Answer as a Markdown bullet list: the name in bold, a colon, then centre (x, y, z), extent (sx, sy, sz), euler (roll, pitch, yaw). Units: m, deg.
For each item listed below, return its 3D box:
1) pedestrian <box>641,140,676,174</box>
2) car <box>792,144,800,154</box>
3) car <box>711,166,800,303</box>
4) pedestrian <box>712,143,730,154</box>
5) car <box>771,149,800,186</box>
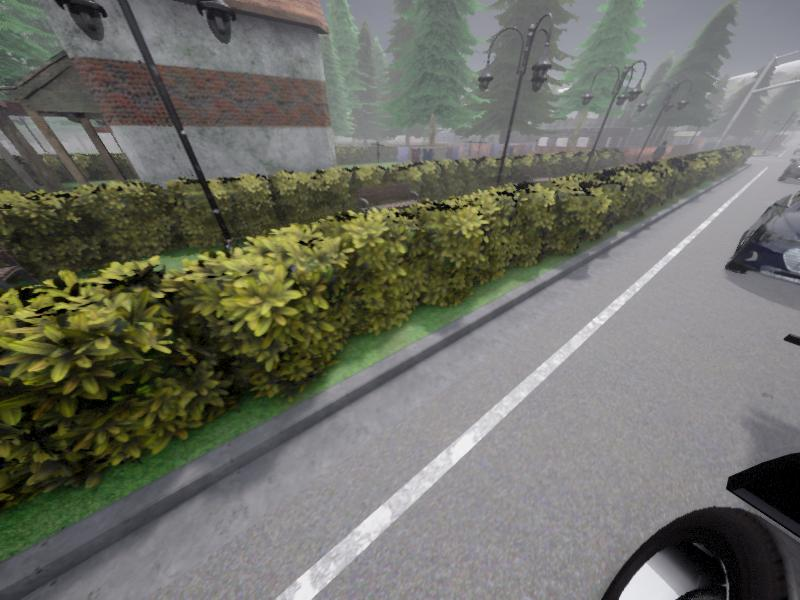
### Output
- **pedestrian**: centre (17.105, -9.482, 15.315), extent (0.751, 1.860, 0.751), euler (-25, 42, -30)
- **car**: centre (57.539, -21.497, 32.490), extent (5.366, 1.575, 1.801), euler (-22, 41, -28)
- **car**: centre (8.536, -1.399, 4.422), extent (4.856, 1.649, 2.033), euler (-22, 40, -28)
- **pedestrian**: centre (45.068, -21.274, 32.436), extent (0.751, 1.300, 0.751), euler (6, 36, 9)
- **car**: centre (23.942, -7.661, 13.287), extent (4.902, 1.511, 2.128), euler (-22, 41, -28)
